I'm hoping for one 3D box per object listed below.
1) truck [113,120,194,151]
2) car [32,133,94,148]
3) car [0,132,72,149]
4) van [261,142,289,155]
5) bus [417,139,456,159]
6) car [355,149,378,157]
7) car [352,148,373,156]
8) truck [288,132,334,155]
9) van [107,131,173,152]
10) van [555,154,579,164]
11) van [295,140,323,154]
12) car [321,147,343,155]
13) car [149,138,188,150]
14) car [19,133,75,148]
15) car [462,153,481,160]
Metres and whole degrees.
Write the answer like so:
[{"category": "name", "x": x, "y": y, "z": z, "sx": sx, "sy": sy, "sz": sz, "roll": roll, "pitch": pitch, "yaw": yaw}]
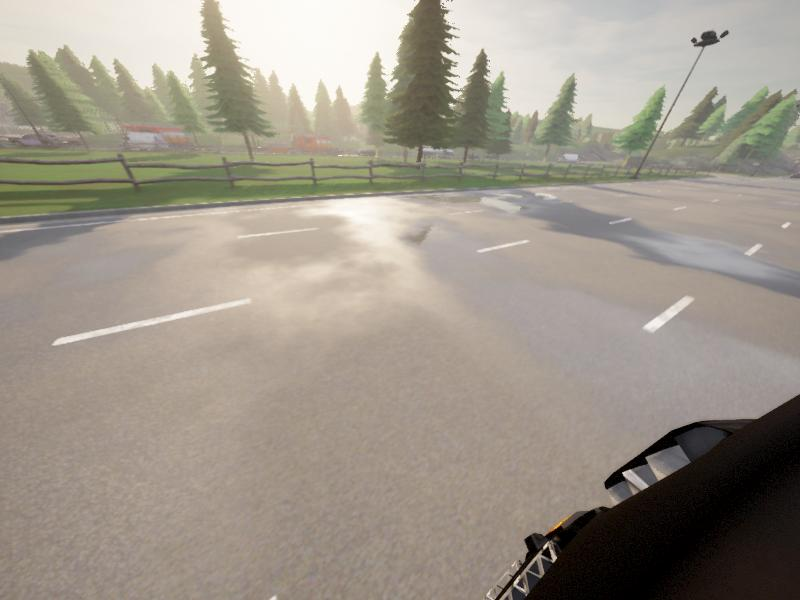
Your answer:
[{"category": "truck", "x": -41.965, "y": -28.203, "z": 39.989, "sx": 8.468, "sy": 3.827, "sz": 2.891, "roll": -16, "pitch": 38, "yaw": -26}, {"category": "car", "x": -54.633, "y": -25.955, "z": 37.645, "sx": 5.027, "sy": 1.651, "sz": 2.152, "roll": -16, "pitch": 38, "yaw": -26}, {"category": "car", "x": -51.182, "y": -22.479, "z": 32.648, "sx": 4.856, "sy": 1.649, "sz": 2.033, "roll": -16, "pitch": 38, "yaw": -26}, {"category": "van", "x": -24.673, "y": -30.081, "z": 45.788, "sx": 4.442, "sy": 1.987, "sz": 1.775, "roll": -16, "pitch": 38, "yaw": -26}, {"category": "bus", "x": 10.472, "y": -43.044, "z": 65.938, "sx": 10.273, "sy": 4.253, "sz": 3.944, "roll": -16, "pitch": 38, "yaw": -26}, {"category": "car", "x": -7.853, "y": -34.609, "z": 54.329, "sx": 4.892, "sy": 1.490, "sz": 1.837, "roll": -16, "pitch": 38, "yaw": -26}, {"category": "car", "x": -9.628, "y": -38.575, "z": 60.154, "sx": 5.008, "sy": 1.535, "sz": 1.882, "roll": -16, "pitch": 38, "yaw": -26}, {"category": "truck", "x": -19.549, "y": -34.504, "z": 51.187, "sx": 8.468, "sy": 3.827, "sz": 2.891, "roll": -16, "pitch": 38, "yaw": -26}, {"category": "van", "x": -41.523, "y": -25.526, "z": 37.245, "sx": 6.366, "sy": 2.431, "sz": 2.351, "roll": -16, "pitch": 38, "yaw": -26}, {"category": "van", "x": 54.864, "y": -46.595, "z": 76.138, "sx": 5.915, "sy": 2.561, "sz": 1.988, "roll": 19, "pitch": 37, "yaw": 23}, {"category": "van", "x": -22.279, "y": -37.675, "z": 56.900, "sx": 5.915, "sy": 2.561, "sz": 1.988, "roll": -16, "pitch": 38, "yaw": -26}, {"category": "car", "x": -16.685, "y": -36.557, "z": 56.652, "sx": 4.514, "sy": 1.525, "sz": 2.007, "roll": -16, "pitch": 38, "yaw": -26}, {"category": "car", "x": -43.167, "y": -29.250, "z": 43.326, "sx": 4.553, "sy": 1.767, "sz": 2.097, "roll": -16, "pitch": 38, "yaw": -26}, {"category": "car", "x": -53.257, "y": -24.115, "z": 34.980, "sx": 3.988, "sy": 1.617, "sz": 1.851, "roll": -16, "pitch": 38, "yaw": -26}, {"category": "car", "x": 21.313, "y": -42.745, "z": 68.943, "sx": 5.027, "sy": 1.651, "sz": 2.152, "roll": -16, "pitch": 38, "yaw": -26}]
